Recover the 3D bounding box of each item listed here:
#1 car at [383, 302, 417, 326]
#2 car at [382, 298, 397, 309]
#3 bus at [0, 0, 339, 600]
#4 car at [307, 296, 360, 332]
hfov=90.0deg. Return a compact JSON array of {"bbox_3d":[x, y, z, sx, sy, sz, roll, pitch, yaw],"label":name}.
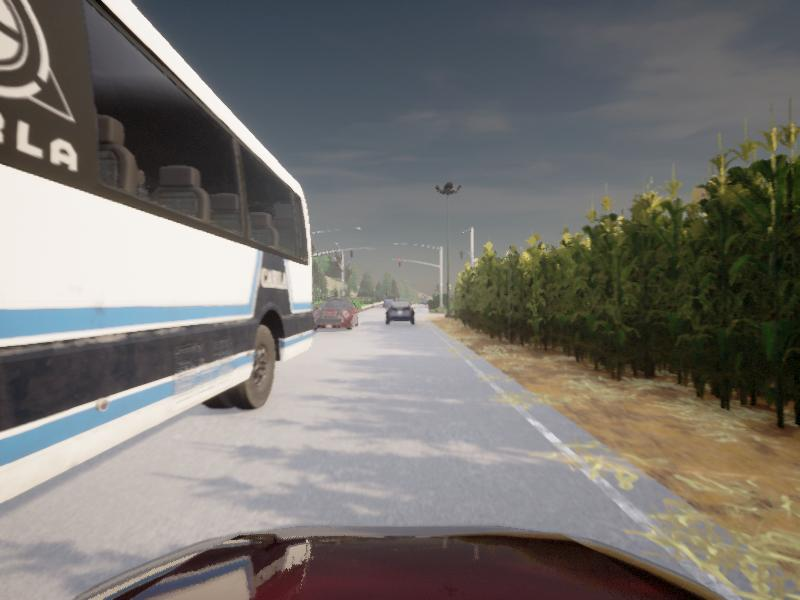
[{"bbox_3d":[0.025,0.861,27.454,2.163,1.488,4.792,0,0,0],"label":"car"},{"bbox_3d":[-1.630,0.499,62.615,1.812,1.442,4.674,0,3,6],"label":"car"},{"bbox_3d":[-3.430,-0.534,3.788,3.944,4.253,10.273,0,0,1],"label":"bus"},{"bbox_3d":[-3.487,0.703,21.897,2.097,1.767,4.553,0,0,0],"label":"car"}]
